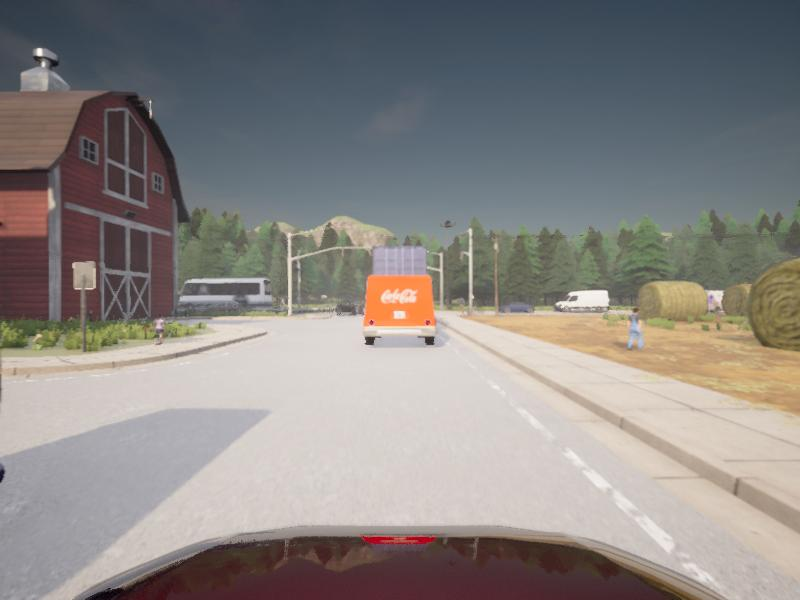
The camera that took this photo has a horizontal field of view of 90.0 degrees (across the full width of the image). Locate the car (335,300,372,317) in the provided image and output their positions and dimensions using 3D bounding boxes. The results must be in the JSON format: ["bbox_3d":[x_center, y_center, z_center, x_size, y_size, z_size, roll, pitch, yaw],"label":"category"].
[{"bbox_3d":[-4.771,0.851,40.570,1.789,1.549,3.705,3,-2,-44],"label":"car"}]

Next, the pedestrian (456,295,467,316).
[{"bbox_3d":[5.470,0.465,35.700,0.751,1.860,0.751,0,0,-11],"label":"pedestrian"}]

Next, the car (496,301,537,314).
[{"bbox_3d":[13.459,0.863,46.552,4.181,1.385,1.994,0,0,1],"label":"car"}]

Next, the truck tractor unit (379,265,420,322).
[{"bbox_3d":[-0.018,-0.515,33.335,3.053,4.208,6.516,0,0,0],"label":"truck tractor unit"}]

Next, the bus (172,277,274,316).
[{"bbox_3d":[-20.600,-0.385,47.178,10.273,4.253,3.944,0,0,0],"label":"bus"}]

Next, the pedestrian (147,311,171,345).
[{"bbox_3d":[-8.086,0.922,13.437,0.500,1.100,0.500,0,0,-3],"label":"pedestrian"}]

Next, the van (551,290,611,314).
[{"bbox_3d":[20.927,0.232,46.420,5.915,2.561,1.988,-1,0,1],"label":"van"}]

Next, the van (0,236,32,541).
[{"bbox_3d":[-3.487,0.568,0.586,1.775,1.987,4.442,1,0,0],"label":"van"}]

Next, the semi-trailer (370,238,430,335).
[{"bbox_3d":[-0.011,-0.607,25.423,2.717,4.402,14.254,0,0,0],"label":"semi-trailer"}]

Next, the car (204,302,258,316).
[{"bbox_3d":[-18.371,0.973,43.625,4.902,1.511,2.128,0,0,1],"label":"car"}]

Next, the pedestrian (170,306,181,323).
[{"bbox_3d":[-15.298,0.994,27.260,0.500,1.100,0.500,0,0,0],"label":"pedestrian"}]

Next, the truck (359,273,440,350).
[{"bbox_3d":[-0.011,0.370,15.550,2.627,2.467,5.204,0,0,0],"label":"truck"}]

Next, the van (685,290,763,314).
[{"bbox_3d":[34.414,0.214,42.672,6.366,2.431,2.351,0,0,1],"label":"van"}]

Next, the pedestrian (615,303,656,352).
[{"bbox_3d":[6.596,0.738,11.218,0.751,1.300,0.751,0,0,-37],"label":"pedestrian"}]
